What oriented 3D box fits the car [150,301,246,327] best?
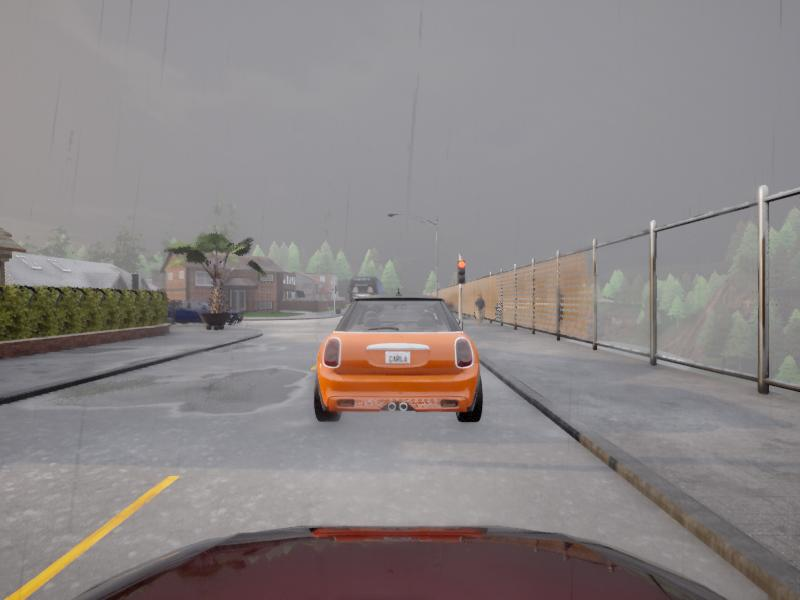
[{"bbox_3d":[-12.380,0.823,24.766,5.008,1.535,1.882,0,0,0],"label":"car"}]

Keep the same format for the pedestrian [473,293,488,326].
[{"bbox_3d":[4.591,0.532,22.887,0.751,1.860,0.751,0,0,1],"label":"pedestrian"}]

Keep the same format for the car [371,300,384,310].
[{"bbox_3d":[-3.685,0.771,66.753,1.930,1.638,5.238,0,0,0],"label":"car"}]

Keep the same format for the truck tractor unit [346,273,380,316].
[{"bbox_3d":[-3.801,-0.517,42.863,3.053,4.208,6.516,0,0,0],"label":"truck tractor unit"}]

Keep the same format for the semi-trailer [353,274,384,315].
[{"bbox_3d":[-3.762,-0.619,50.778,2.717,4.402,14.254,0,0,0],"label":"semi-trailer"}]

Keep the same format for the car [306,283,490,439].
[{"bbox_3d":[-0.001,0.694,6.836,2.097,1.767,4.553,0,0,1],"label":"car"}]
